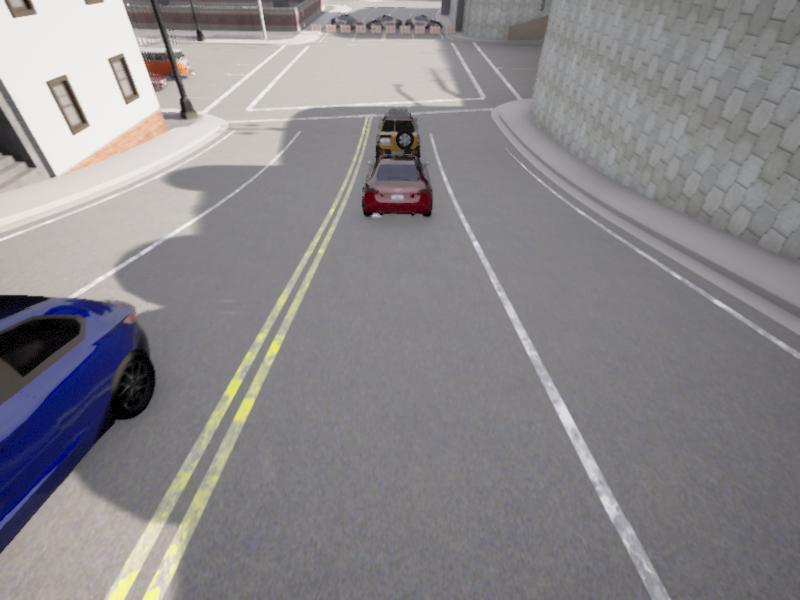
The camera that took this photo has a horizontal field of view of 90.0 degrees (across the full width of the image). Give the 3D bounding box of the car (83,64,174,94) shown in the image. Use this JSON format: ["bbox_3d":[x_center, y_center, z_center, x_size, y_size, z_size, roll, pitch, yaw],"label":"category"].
[{"bbox_3d":[-18.709,-15.333,27.763,4.674,1.442,1.812,0,41,-1],"label":"car"}]

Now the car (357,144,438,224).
[{"bbox_3d":[-0.059,-3.616,11.957,1.994,1.385,4.181,1,29,0],"label":"car"}]

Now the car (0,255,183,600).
[{"bbox_3d":[-3.507,1.159,2.616,1.816,1.474,4.193,0,28,0],"label":"car"}]

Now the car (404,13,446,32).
[{"bbox_3d":[3.212,-36.397,52.458,4.974,1.542,2.038,20,44,21],"label":"car"}]

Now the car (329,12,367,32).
[{"bbox_3d":[-6.766,-36.017,51.805,4.974,1.542,2.038,33,50,31],"label":"car"}]

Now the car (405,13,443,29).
[{"bbox_3d":[3.169,-36.533,52.373,4.536,1.218,1.853,20,44,21],"label":"car"}]

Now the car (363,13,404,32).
[{"bbox_3d":[-2.158,-35.958,51.835,4.974,1.542,2.038,-25,47,-27],"label":"car"}]

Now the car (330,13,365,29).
[{"bbox_3d":[-6.801,-36.160,51.729,4.536,1.218,1.853,33,50,31],"label":"car"}]

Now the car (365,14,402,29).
[{"bbox_3d":[-2.114,-36.096,51.756,4.536,1.218,1.853,-25,47,-27],"label":"car"}]

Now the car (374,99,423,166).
[{"bbox_3d":[-0.078,-7.690,18.084,1.932,1.855,4.605,1,34,-1],"label":"car"}]

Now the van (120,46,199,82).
[{"bbox_3d":[-18.101,-17.891,30.318,4.442,1.987,1.775,1,41,0],"label":"van"}]
